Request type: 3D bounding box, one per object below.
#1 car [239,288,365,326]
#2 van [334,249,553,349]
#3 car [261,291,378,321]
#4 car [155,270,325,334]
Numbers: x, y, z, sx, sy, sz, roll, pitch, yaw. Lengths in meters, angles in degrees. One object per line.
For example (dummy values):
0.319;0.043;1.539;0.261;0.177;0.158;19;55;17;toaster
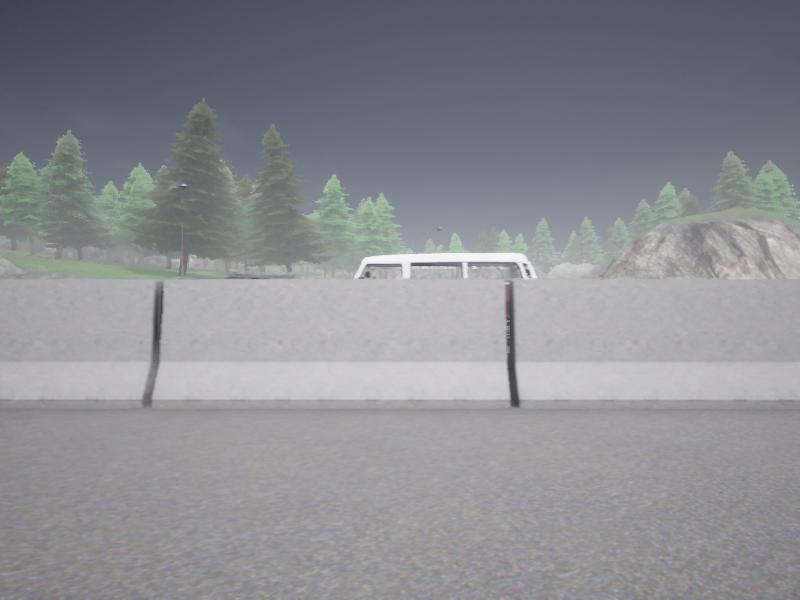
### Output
-3.817;0.268;16.199;4.674;1.442;1.812;0;0;0;car
0.891;-0.029;9.203;4.480;2.038;2.069;0;0;0;van
-3.796;0.293;19.703;5.357;1.411;2.033;0;0;0;car
-4.869;0.050;12.702;4.605;1.855;1.932;0;0;0;car
